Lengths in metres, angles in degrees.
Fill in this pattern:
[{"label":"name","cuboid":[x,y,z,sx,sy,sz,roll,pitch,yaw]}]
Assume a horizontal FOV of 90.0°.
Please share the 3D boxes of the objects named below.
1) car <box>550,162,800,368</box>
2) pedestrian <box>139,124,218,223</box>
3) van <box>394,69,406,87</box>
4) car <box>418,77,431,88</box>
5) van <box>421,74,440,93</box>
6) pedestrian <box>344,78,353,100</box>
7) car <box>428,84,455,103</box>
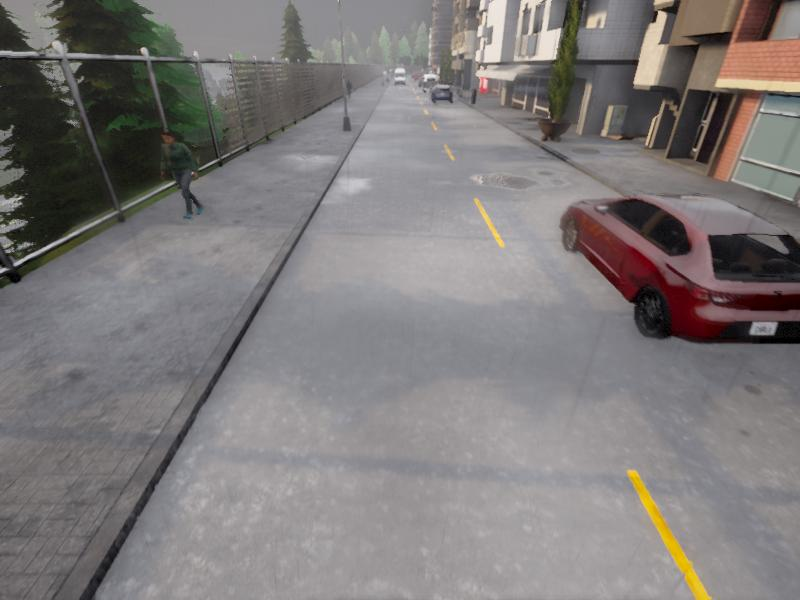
[{"label":"car","cuboid":[3.999,-0.904,6.083,1.816,1.474,4.193,0,30,0]},{"label":"pedestrian","cuboid":[-4.579,-2.639,8.411,0.751,1.860,0.751,2,30,3]},{"label":"van","cuboid":[0.001,-38.190,68.719,1.988,2.561,5.915,0,30,0]},{"label":"car","cuboid":[4.003,-35.806,65.741,1.970,1.475,3.806,0,30,0]},{"label":"van","cuboid":[4.004,-28.927,53.427,2.069,2.038,4.480,0,30,0]},{"label":"pedestrian","cuboid":[-5.099,-21.055,39.888,0.751,1.860,0.751,-2,30,-3]},{"label":"car","cuboid":[4.004,-20.261,39.165,2.163,1.488,4.792,0,30,0]}]
